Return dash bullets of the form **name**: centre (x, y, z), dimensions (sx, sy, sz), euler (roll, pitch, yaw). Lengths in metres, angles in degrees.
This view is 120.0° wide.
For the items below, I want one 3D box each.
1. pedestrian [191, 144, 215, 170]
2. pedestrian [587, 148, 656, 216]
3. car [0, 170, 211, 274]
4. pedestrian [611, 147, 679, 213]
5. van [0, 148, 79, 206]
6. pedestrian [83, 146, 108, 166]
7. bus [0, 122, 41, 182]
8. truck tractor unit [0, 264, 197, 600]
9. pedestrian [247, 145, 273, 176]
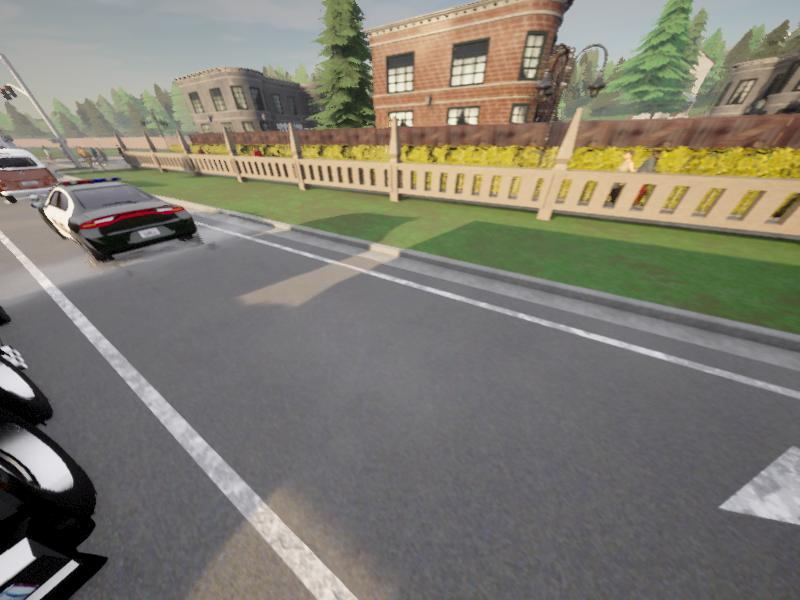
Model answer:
- **pedestrian**: centre (-16.925, -12.275, 19.877), dimensions (0.751, 1.860, 0.751), euler (18, 39, 25)
- **pedestrian**: centre (7.059, -3.819, 7.495), dimensions (0.751, 1.860, 0.751), euler (10, 36, 15)
- **car**: centre (-7.840, -2.392, 6.181), dimensions (4.974, 1.542, 2.038), euler (18, 39, 24)
- **pedestrian**: centre (8.155, -4.049, 7.816), dimensions (0.751, 1.860, 0.751), euler (17, 38, 23)
- **van**: centre (-18.383, -6.029, 11.059), dimensions (4.480, 2.038, 2.069), euler (18, 39, 25)
- **pedestrian**: centre (-34.410, -16.340, 26.151), dimensions (0.751, 1.860, 0.751), euler (10, 36, 15)
- **bus**: centre (-32.268, -11.691, 17.397), dimensions (10.273, 4.253, 3.944), euler (23, 41, 30)
- **truck tractor unit**: centre (-5.111, -0.300, 0.786), dimensions (6.516, 4.208, 3.053), euler (18, 39, 24)
- **pedestrian**: centre (-9.863, -9.832, 16.299), dimensions (0.751, 1.860, 0.751), euler (18, 39, 25)
